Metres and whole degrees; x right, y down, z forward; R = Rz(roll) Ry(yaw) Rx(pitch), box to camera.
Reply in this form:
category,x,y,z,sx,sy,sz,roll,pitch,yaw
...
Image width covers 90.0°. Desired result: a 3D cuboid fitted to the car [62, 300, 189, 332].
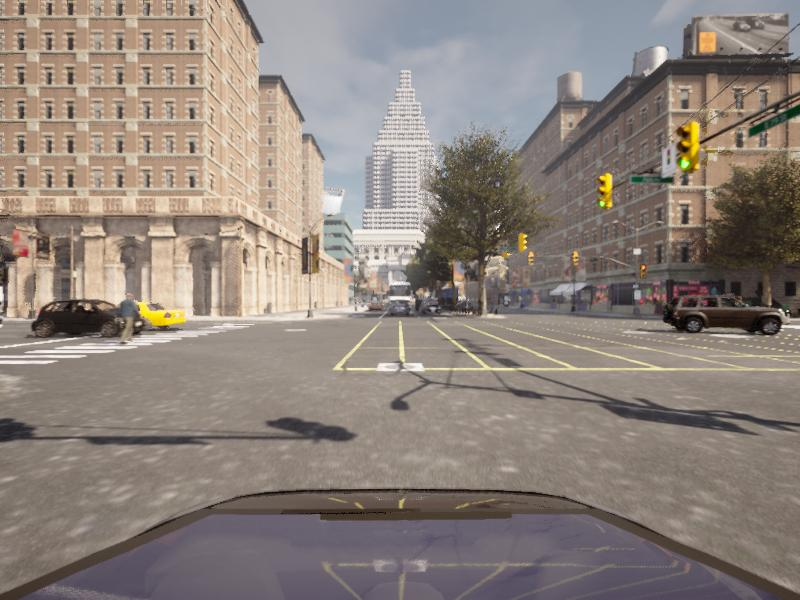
category,x,y,z,sx,sy,sz,roll,pitch,yaw
car,-14.142,0.794,20.823,5.366,1.575,1.801,0,0,0

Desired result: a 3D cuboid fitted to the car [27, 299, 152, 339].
category,x,y,z,sx,sy,sz,roll,pitch,yaw
car,-13.341,0.783,17.355,3.988,1.617,1.851,0,0,0

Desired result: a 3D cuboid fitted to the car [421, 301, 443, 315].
category,x,y,z,sx,sy,sz,roll,pitch,yaw
car,3.500,0.822,44.570,2.128,1.511,4.902,0,0,0

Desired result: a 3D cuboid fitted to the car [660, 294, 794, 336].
category,x,y,z,sx,sy,sz,roll,pitch,yaw
car,15.338,0.647,19.135,4.605,1.855,1.932,0,0,21

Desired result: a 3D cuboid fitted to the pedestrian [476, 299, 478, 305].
category,x,y,z,sx,sy,sz,roll,pitch,yaw
pedestrian,22.262,0.602,115.751,0.751,1.860,0.751,0,0,7

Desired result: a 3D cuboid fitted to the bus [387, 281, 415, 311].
category,x,y,z,sx,sy,sz,roll,pitch,yaw
bus,0.130,-0.552,60.910,3.944,4.253,10.273,0,0,0

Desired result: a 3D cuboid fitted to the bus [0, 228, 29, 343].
category,x,y,z,sx,sy,sz,roll,pitch,yaw
bus,-19.896,-0.538,13.942,10.273,4.253,3.944,0,0,0

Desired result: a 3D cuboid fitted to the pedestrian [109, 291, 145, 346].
category,x,y,z,sx,sy,sz,roll,pitch,yaw
pedestrian,-9.628,0.633,14.144,0.751,1.860,0.751,0,0,6

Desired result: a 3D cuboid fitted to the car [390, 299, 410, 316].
category,x,y,z,sx,sy,sz,roll,pitch,yaw
car,-0.003,0.764,43.405,2.033,1.649,4.856,0,0,0

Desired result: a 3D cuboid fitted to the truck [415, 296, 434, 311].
category,x,y,z,sx,sy,sz,roll,pitch,yaw
truck,3.499,0.525,58.227,2.390,2.098,6.274,0,0,0

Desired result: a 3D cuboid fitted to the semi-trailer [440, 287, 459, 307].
category,x,y,z,sx,sy,sz,roll,pitch,yaw
semi-trailer,11.499,-0.650,94.894,2.717,4.402,14.254,0,0,0

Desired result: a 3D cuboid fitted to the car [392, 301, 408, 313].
category,x,y,z,sx,sy,sz,roll,pitch,yaw
car,-0.002,0.829,50.535,1.837,1.490,4.892,0,0,0

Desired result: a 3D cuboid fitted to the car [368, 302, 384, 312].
category,x,y,z,sx,sy,sz,roll,pitch,yaw
car,-3.251,0.922,54.351,1.895,1.301,4.718,0,0,0
